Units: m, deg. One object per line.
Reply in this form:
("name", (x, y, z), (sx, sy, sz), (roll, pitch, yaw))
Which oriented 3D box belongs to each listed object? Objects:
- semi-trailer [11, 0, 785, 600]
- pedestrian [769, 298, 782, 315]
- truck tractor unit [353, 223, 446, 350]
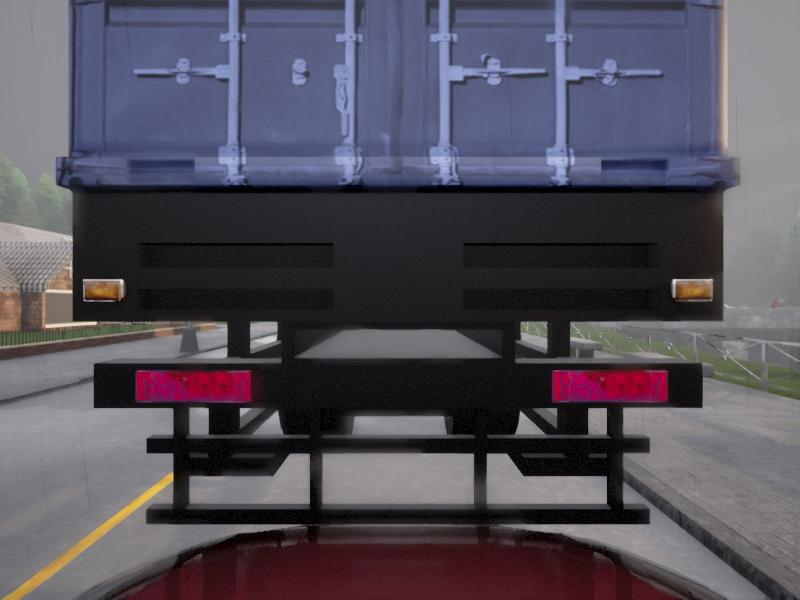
("semi-trailer", (-0.008, -0.585, 8.543), (2.717, 4.402, 14.254), (0, 0, 0))
("pedestrian", (42.754, 0.754, 45.562), (0.751, 1.860, 0.751), (0, 0, 1))
("truck tractor unit", (-0.013, -0.438, 16.456), (3.053, 4.208, 6.516), (0, 0, 0))
